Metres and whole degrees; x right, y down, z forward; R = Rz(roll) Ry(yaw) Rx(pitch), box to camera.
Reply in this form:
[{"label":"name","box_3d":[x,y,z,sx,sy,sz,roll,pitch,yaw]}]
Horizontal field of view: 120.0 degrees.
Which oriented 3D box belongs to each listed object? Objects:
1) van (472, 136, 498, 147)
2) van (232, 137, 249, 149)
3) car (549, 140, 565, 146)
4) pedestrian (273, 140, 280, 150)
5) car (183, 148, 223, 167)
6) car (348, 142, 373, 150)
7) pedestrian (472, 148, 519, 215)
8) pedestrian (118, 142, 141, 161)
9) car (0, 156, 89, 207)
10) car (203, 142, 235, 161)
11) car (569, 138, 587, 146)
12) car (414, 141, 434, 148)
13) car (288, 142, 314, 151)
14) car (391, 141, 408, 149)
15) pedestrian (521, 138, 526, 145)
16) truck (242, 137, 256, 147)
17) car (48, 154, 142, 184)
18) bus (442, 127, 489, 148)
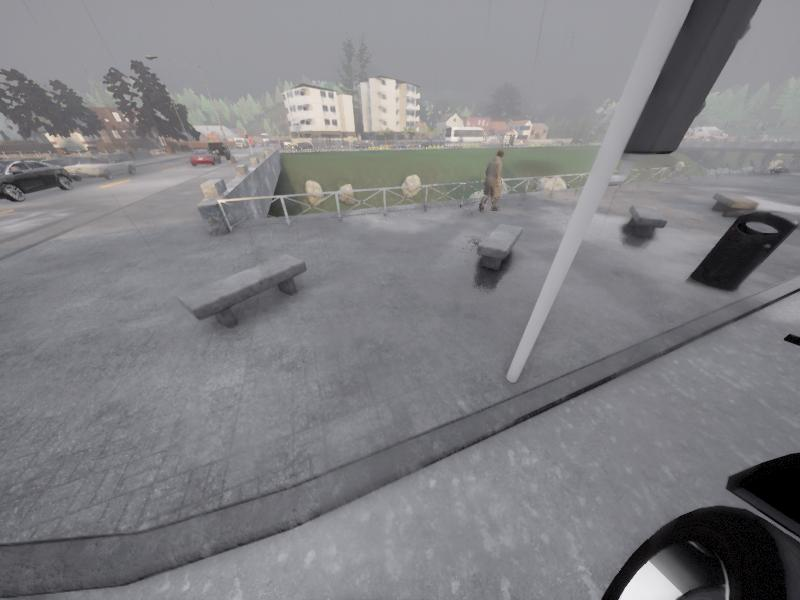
[{"label":"van","box_3d":[23.699,-44.254,64.497,6.366,2.431,2.351,-13,37,-17]},{"label":"van","box_3d":[-42.543,-41.985,61.783,2.351,2.431,6.366,-13,37,-17]},{"label":"car","box_3d":[49.476,-49.673,72.897,3.806,1.475,1.970,-13,37,-17]},{"label":"pedestrian","box_3d":[-28.003,-35.216,52.310,0.751,1.860,0.751,-19,39,-24]},{"label":"car","box_3d":[-20.060,-14.699,23.767,1.994,1.385,4.181,-14,37,-19]},{"label":"car","box_3d":[-9.220,-36.366,54.442,5.357,1.411,2.033,-13,37,-17]},{"label":"pedestrian","box_3d":[3.065,-3.879,7.592,0.751,1.860,0.751,-13,37,-18]},{"label":"pedestrian","box_3d":[-31.611,-17.401,27.043,0.751,1.860,0.751,-11,37,-15]},{"label":"car","box_3d":[-18.090,-5.603,10.707,2.128,1.511,4.902,-12,37,-16]},{"label":"car","box_3d":[-22.662,-18.733,29.064,1.905,1.878,3.866,-13,37,-17]},{"label":"car","box_3d":[54.529,-48.545,70.839,3.866,1.878,1.905,-13,37,-17]},{"label":"car","box_3d":[6.100,-39.881,59.229,4.892,1.490,1.837,-13,37,-17]},{"label":"car","box_3d":[-21.647,-33.575,50.485,4.892,1.490,1.837,-13,37,-17]},{"label":"car","box_3d":[-0.110,-38.466,57.283,3.806,1.475,1.970,-13,37,-17]},{"label":"pedestrian","box_3d":[39.638,-50.911,74.101,0.751,1.860,0.751,-13,37,-17]},{"label":"truck","box_3d":[-48.429,-50.708,74.183,2.627,2.467,5.204,-13,37,-17]},{"label":"car","box_3d":[-20.692,-9.213,16.042,1.895,1.301,4.718,-13,37,-17]},{"label":"bus","box_3d":[16.443,-40.959,58.287,10.273,4.253,3.944,-13,37,-17]}]
